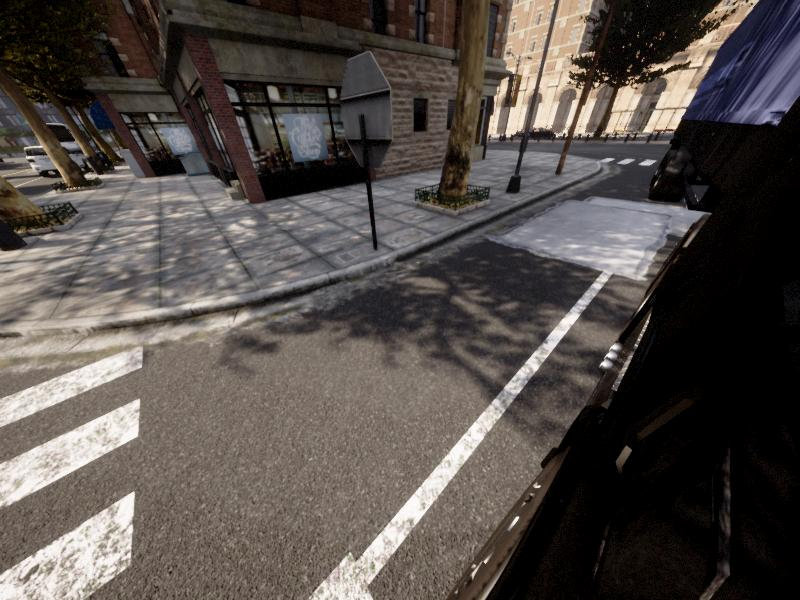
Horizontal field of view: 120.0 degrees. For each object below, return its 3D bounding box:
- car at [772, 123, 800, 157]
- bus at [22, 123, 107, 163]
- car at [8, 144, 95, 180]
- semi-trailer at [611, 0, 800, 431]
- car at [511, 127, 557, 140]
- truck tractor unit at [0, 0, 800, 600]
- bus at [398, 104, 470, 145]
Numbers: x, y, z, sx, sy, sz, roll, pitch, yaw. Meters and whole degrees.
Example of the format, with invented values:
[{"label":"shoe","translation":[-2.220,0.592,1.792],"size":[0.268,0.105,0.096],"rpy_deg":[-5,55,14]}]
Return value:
[{"label":"car","translation":[24.092,-8.306,11.983],"size":[1.837,1.490,4.892],"rpy_deg":[-28,44,-30]},{"label":"bus","translation":[-48.745,-23.296,34.217],"size":[3.944,4.253,10.273],"rpy_deg":[-28,44,-30]},{"label":"car","translation":[-28.320,-11.572,19.143],"size":[2.435,2.045,5.566],"rpy_deg":[-28,44,-30]},{"label":"semi-trailer","translation":[8.070,-3.974,4.756],"size":[2.717,4.402,14.254],"rpy_deg":[27,46,33]},{"label":"car","translation":[19.640,-24.552,34.026],"size":[5.357,1.411,2.033],"rpy_deg":[24,44,31]},{"label":"truck tractor unit","translation":[2.645,-0.295,0.351],"size":[6.516,4.208,3.053],"rpy_deg":[-28,44,-30]},{"label":"bus","translation":[4.643,-25.879,34.345],"size":[3.944,4.253,10.273],"rpy_deg":[-28,44,-30]}]
